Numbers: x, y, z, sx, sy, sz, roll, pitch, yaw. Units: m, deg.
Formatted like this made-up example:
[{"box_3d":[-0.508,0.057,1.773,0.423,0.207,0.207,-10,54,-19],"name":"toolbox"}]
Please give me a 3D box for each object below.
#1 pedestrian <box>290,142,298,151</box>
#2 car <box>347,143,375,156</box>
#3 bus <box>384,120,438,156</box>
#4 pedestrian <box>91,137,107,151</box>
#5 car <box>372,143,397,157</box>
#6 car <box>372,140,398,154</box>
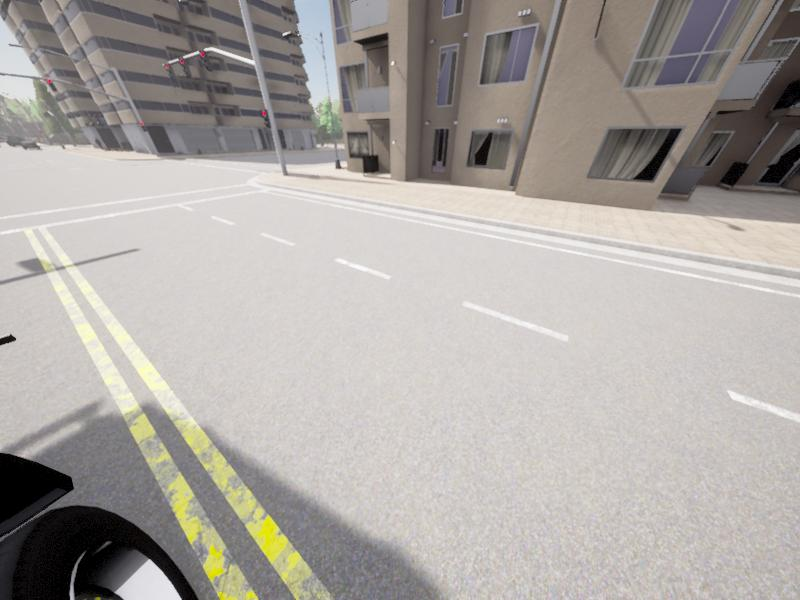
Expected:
[{"box_3d":[-18.731,-27.149,40.874,0.751,1.300,0.751,21,40,27],"name":"pedestrian"},{"box_3d":[-5.684,-22.320,34.273,1.970,1.475,3.806,21,40,26],"name":"car"},{"box_3d":[2.098,-26.737,38.196,3.944,4.253,10.273,21,40,26],"name":"bus"},{"box_3d":[-49.880,-25.853,38.294,0.751,1.860,0.751,20,40,25],"name":"pedestrian"},{"box_3d":[-2.180,-21.724,33.409,1.845,1.501,3.633,21,40,26],"name":"car"},{"box_3d":[-2.398,-25.376,38.289,1.932,1.855,4.605,21,40,26],"name":"car"}]
